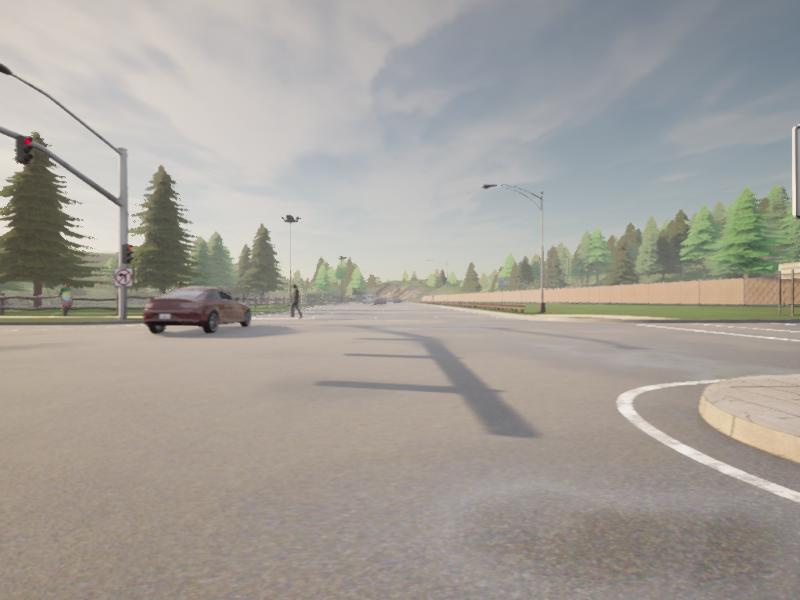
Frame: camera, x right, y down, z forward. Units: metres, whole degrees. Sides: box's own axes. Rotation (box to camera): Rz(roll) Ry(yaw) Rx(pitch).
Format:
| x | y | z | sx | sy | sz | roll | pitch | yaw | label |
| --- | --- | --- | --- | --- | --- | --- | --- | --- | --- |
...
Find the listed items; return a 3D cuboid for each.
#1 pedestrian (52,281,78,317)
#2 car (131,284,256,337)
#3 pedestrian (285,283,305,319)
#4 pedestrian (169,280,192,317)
| x | y | z | sx | sy | sz | roll | pitch | yaw | label |
| --- | --- | --- | --- | --- | --- | --- | --- | --- | --- |
| -17.817 | -0.054 | 21.296 | 0.751 | 1.860 | 0.751 | 0 | 0 | 4 | pedestrian |
| -6.526 | 0.294 | 13.363 | 1.812 | 1.442 | 4.674 | 0 | 0 | -1 | car |
| -5.481 | 0.058 | 20.949 | 0.751 | 1.860 | 0.751 | 0 | 0 | 14 | pedestrian |
| -11.442 | -0.074 | 20.869 | 0.751 | 1.860 | 0.751 | 0 | 0 | 3 | pedestrian |
